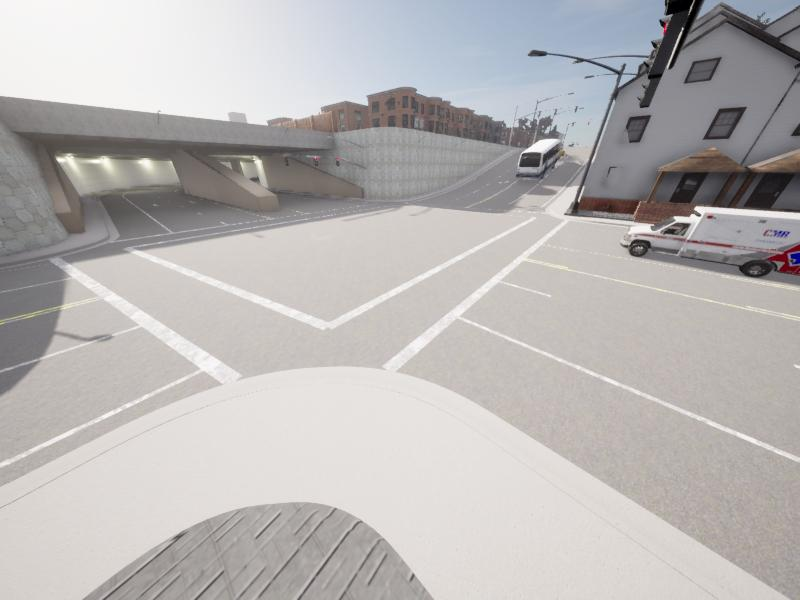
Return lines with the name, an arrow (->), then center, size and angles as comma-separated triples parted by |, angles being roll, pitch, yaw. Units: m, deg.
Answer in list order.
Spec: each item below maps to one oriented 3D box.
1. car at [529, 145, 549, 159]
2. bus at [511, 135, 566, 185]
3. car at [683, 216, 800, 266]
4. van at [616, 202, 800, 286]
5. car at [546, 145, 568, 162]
car -> 27.549, -29.313, 45.685 | 1.812, 1.442, 4.674 | 24, 51, 34
bus -> 21.842, -22.115, 36.340 | 3.944, 4.253, 10.273 | 24, 51, 34
car -> 18.599, -3.250, 12.332 | 3.988, 1.617, 1.851 | 24, 38, 35
van -> 14.908, -2.901, 10.908 | 6.366, 2.431, 2.351 | 24, 38, 35
car -> 28.967, -27.085, 42.659 | 1.801, 1.575, 5.366 | 24, 51, 34
